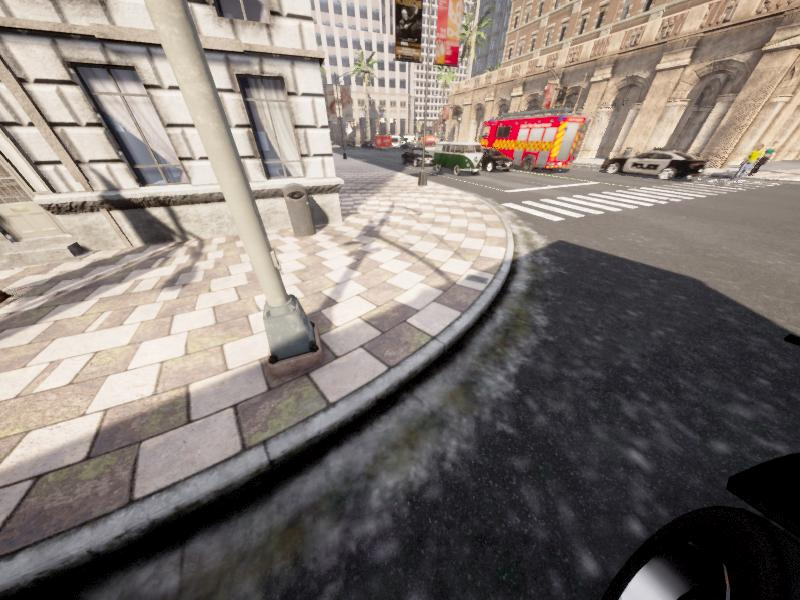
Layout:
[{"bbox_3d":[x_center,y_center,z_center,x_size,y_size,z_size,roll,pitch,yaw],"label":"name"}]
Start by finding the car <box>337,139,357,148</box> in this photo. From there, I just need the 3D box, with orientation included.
[{"bbox_3d":[-13.700,-40.152,59.348,4.605,1.855,1.932,17,39,23],"label":"car"}]

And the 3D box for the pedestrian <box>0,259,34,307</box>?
[{"bbox_3d":[-6.463,-0.673,2.991,0.751,1.860,0.751,-7,36,-9],"label":"pedestrian"}]

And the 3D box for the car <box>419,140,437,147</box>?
[{"bbox_3d":[8.349,-46.957,69.200,4.792,1.488,2.163,-13,37,-18],"label":"car"}]

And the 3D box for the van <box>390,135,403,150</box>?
[{"bbox_3d":[-0.739,-36.233,53.089,1.988,2.561,5.915,4,35,6],"label":"van"}]

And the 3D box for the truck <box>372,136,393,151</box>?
[{"bbox_3d":[-3.649,-32.334,47.676,2.627,2.467,5.204,-14,38,-19],"label":"truck"}]

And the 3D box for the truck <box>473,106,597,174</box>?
[{"bbox_3d":[10.300,-13.305,19.405,2.891,3.827,8.468,-14,37,-18],"label":"truck"}]

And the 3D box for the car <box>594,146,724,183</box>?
[{"bbox_3d":[16.526,-9.083,15.268,1.930,1.638,5.238,-14,38,-18],"label":"car"}]

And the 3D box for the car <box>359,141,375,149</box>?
[{"bbox_3d":[-7.844,-36.900,54.995,1.851,1.617,3.988,-25,42,-31],"label":"car"}]

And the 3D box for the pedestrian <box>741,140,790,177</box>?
[{"bbox_3d":[22.239,-8.635,14.098,0.751,1.860,0.751,-24,41,-30],"label":"pedestrian"}]

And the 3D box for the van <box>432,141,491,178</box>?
[{"bbox_3d":[4.258,-10.413,16.937,1.775,1.987,4.442,-14,37,-18],"label":"van"}]

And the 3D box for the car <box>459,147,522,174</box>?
[{"bbox_3d":[7.130,-11.494,18.878,1.837,1.490,4.892,-14,37,-18],"label":"car"}]

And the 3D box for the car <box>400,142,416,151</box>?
[{"bbox_3d":[1.462,-30.131,45.326,1.845,1.501,3.633,-13,37,-18],"label":"car"}]

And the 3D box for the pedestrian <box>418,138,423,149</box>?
[{"bbox_3d":[4.484,-34.466,50.867,0.751,1.860,0.751,-23,41,-28],"label":"pedestrian"}]

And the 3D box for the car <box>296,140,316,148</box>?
[{"bbox_3d":[-24.709,-41.300,61.126,4.553,1.767,2.097,-8,36,-11],"label":"car"}]

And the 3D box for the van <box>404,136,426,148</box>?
[{"bbox_3d":[3.839,-41.664,60.765,5.915,2.561,1.988,-26,43,-32],"label":"van"}]

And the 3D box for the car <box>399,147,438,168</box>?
[{"bbox_3d":[1.623,-13.832,22.276,1.812,1.442,4.674,-14,37,-18],"label":"car"}]

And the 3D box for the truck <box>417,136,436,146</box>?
[{"bbox_3d":[8.303,-49.524,71.985,5.204,2.467,2.627,-13,37,-18],"label":"truck"}]

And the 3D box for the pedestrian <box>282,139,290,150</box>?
[{"bbox_3d":[-23.597,-32.263,47.926,0.751,1.860,0.751,8,36,12],"label":"pedestrian"}]

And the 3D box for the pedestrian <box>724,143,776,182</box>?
[{"bbox_3d":[20.282,-7.962,13.420,0.751,1.860,0.751,-18,39,-23],"label":"pedestrian"}]

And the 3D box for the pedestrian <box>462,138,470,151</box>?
[{"bbox_3d":[12.001,-28.365,42.161,0.751,1.860,0.751,-11,37,-15],"label":"pedestrian"}]
